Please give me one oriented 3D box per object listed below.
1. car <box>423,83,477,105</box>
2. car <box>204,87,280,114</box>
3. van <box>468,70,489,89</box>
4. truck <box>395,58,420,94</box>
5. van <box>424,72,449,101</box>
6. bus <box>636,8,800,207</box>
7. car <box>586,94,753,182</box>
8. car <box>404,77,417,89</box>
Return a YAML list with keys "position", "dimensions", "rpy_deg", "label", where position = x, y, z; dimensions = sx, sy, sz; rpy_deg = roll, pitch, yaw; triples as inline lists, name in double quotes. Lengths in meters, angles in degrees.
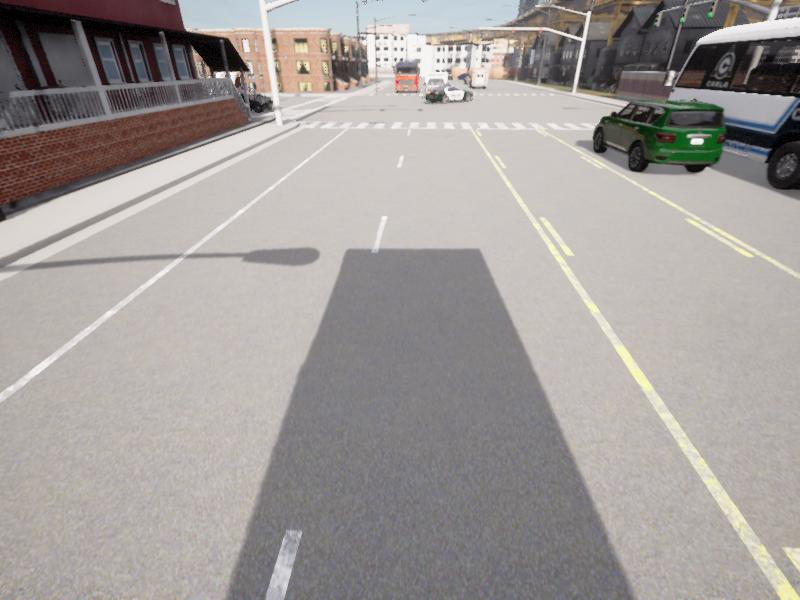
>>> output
- position: [4.754, -19.440, 37.699]
  dimensions: [4.974, 1.542, 2.038]
  rpy_deg: [-22, 36, -32]
  label: "car"
- position: [-11.933, -15.244, 30.481]
  dimensions: [4.611, 1.667, 2.242]
  rpy_deg: [4, 31, 6]
  label: "car"
- position: [12.266, -34.689, 62.822]
  dimensions: [2.351, 2.431, 6.366]
  rpy_deg: [2, 30, 3]
  label: "van"
- position: [1.050, -29.600, 52.815]
  dimensions: [2.891, 3.827, 8.468]
  rpy_deg: [2, 30, 3]
  label: "truck"
- position: [3.806, -22.757, 42.482]
  dimensions: [2.351, 2.431, 6.366]
  rpy_deg: [2, 30, 3]
  label: "van"
- position: [12.068, -6.038, 12.041]
  dimensions: [3.944, 4.253, 10.273]
  rpy_deg: [2, 30, 3]
  label: "bus"
- position: [8.781, -5.867, 13.954]
  dimensions: [2.150, 2.045, 5.566]
  rpy_deg: [2, 30, 3]
  label: "car"
- position: [1.655, -33.512, 61.808]
  dimensions: [1.837, 1.490, 4.892]
  rpy_deg: [2, 30, 3]
  label: "car"
